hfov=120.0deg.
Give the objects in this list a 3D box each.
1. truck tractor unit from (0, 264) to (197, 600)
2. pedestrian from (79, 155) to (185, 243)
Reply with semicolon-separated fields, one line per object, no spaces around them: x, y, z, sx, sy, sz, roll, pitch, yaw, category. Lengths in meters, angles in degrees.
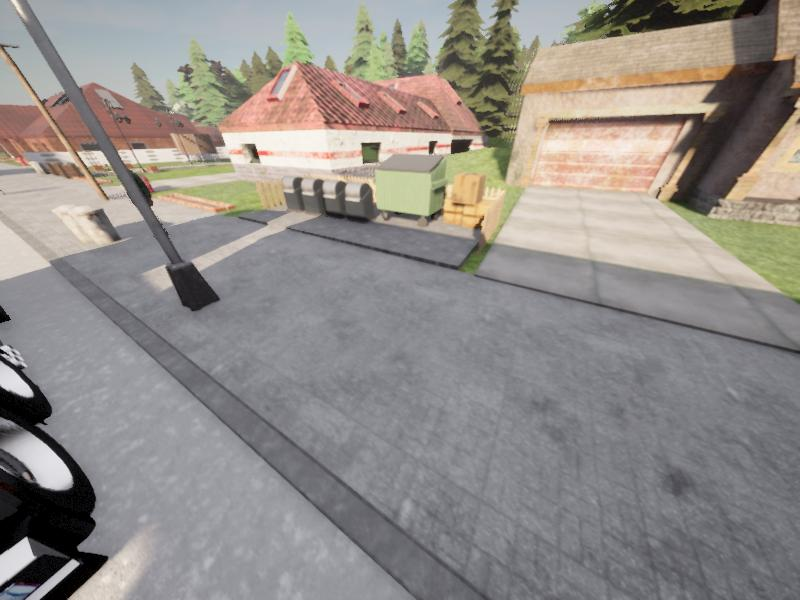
-5.110;-0.302;0.778;6.516;4.208;3.053;18;39;24;truck tractor unit
-6.520;-2.489;5.767;0.751;1.860;0.751;9;36;13;pedestrian
